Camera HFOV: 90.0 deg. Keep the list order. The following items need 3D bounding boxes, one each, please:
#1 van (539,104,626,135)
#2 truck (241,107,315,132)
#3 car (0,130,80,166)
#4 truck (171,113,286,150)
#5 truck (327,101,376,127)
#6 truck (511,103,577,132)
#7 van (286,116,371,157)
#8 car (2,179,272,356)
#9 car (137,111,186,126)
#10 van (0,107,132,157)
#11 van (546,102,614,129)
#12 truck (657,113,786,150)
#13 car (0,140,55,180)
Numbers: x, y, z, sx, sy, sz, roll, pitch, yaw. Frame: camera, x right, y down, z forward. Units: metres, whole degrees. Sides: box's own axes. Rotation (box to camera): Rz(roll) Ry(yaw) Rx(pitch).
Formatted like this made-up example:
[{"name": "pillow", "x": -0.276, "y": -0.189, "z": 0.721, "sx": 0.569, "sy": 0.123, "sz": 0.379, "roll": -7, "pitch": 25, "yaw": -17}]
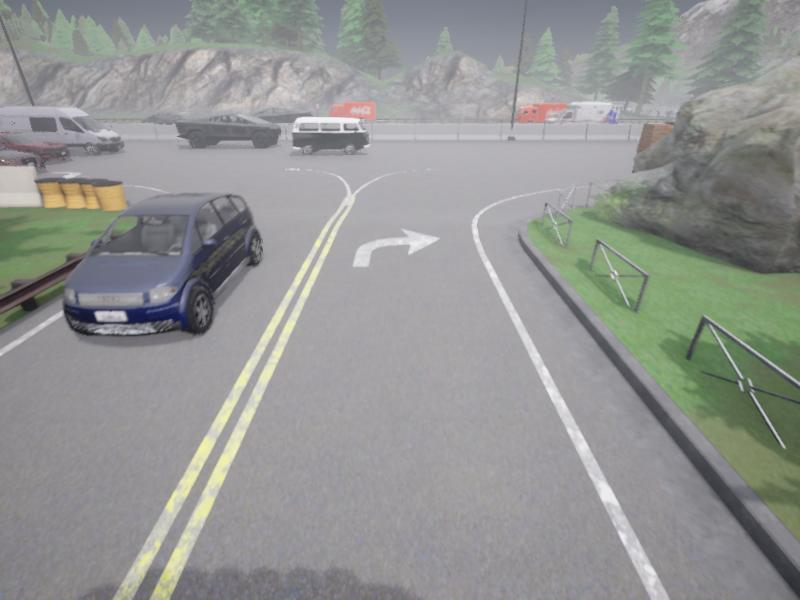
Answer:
[{"name": "van", "x": 16.295, "y": -16.278, "z": 36.094, "sx": 6.366, "sy": 2.431, "sz": 2.351, "roll": 0, "pitch": 27, "yaw": -1}, {"name": "truck", "x": -11.782, "y": -17.643, "z": 39.023, "sx": 6.274, "sy": 2.098, "sz": 2.390, "roll": 0, "pitch": 27, "yaw": -1}, {"name": "car", "x": -19.771, "y": -7.764, "z": 20.403, "sx": 5.008, "sy": 1.535, "sz": 1.882, "roll": 0, "pitch": 27, "yaw": 0}, {"name": "truck", "x": -11.178, "y": -11.242, "z": 26.578, "sx": 6.274, "sy": 2.098, "sz": 2.390, "roll": 0, "pitch": 27, "yaw": -1}, {"name": "truck", "x": -5.346, "y": -21.025, "z": 45.224, "sx": 5.204, "sy": 2.467, "sz": 2.627, "roll": 0, "pitch": 27, "yaw": -1}, {"name": "truck", "x": 13.982, "y": -17.890, "z": 39.174, "sx": 5.204, "sy": 2.467, "sz": 2.627, "roll": 0, "pitch": 27, "yaw": -1}, {"name": "van", "x": -4.050, "y": -9.636, "z": 23.547, "sx": 4.480, "sy": 2.038, "sz": 2.069, "roll": 0, "pitch": 27, "yaw": 0}, {"name": "car", "x": -3.588, "y": -0.812, "z": 6.488, "sx": 1.789, "sy": 1.549, "sz": 3.705, "roll": 0, "pitch": 27, "yaw": -1}, {"name": "car", "x": -26.891, "y": -20.521, "z": 45.251, "sx": 4.193, "sy": 1.474, "sz": 1.816, "roll": 0, "pitch": 27, "yaw": -1}, {"name": "van", "x": -19.573, "y": -9.810, "z": 23.287, "sx": 5.915, "sy": 2.561, "sz": 1.988, "roll": 0, "pitch": 27, "yaw": -1}, {"name": "van", "x": 18.942, "y": -19.538, "z": 42.319, "sx": 5.915, "sy": 2.561, "sz": 1.988, "roll": 0, "pitch": 27, "yaw": -1}, {"name": "truck", "x": 21.357, "y": -11.344, "z": 26.878, "sx": 6.274, "sy": 2.098, "sz": 2.390, "roll": 0, "pitch": 27, "yaw": 0}, {"name": "car", "x": -18.076, "y": -6.093, "z": 17.345, "sx": 4.181, "sy": 1.385, "sz": 1.994, "roll": 0, "pitch": 27, "yaw": -1}]
